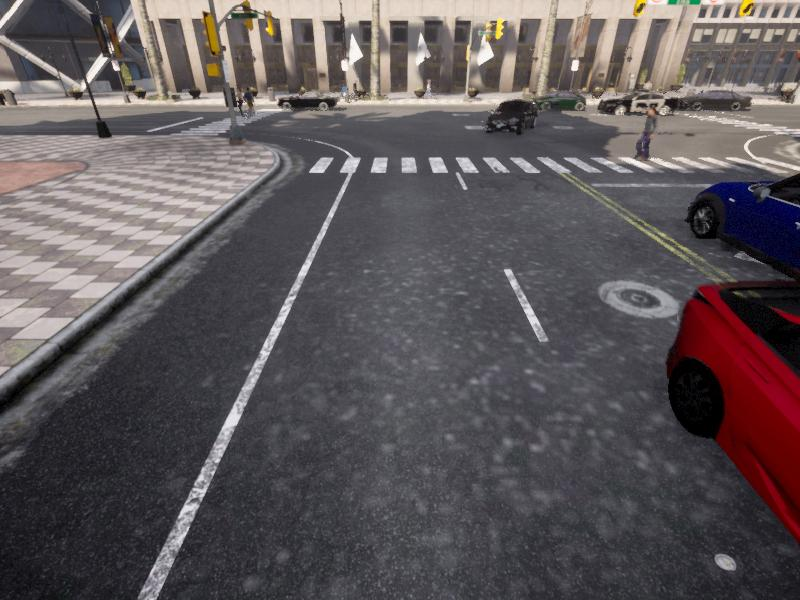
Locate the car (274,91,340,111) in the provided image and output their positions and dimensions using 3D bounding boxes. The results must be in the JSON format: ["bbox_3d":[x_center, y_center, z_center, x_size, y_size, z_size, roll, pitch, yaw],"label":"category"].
[{"bbox_3d":[-7.308,-15.823,31.834,4.718,1.301,1.895,0,30,0],"label":"car"}]

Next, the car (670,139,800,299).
[{"bbox_3d":[7.074,-1.332,6.520,2.097,1.767,4.553,0,30,0],"label":"car"}]

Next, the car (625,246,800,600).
[{"bbox_3d":[3.606,1.273,2.324,2.007,1.525,4.514,0,30,0],"label":"car"}]

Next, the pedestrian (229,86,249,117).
[{"bbox_3d":[-10.977,-13.528,27.295,0.751,1.860,0.751,1,30,1],"label":"pedestrian"}]

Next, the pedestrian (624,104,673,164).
[{"bbox_3d":[8.786,-5.890,14.213,0.751,1.860,0.751,0,30,1],"label":"pedestrian"}]

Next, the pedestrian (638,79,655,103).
[{"bbox_3d":[22.165,-18.781,35.990,0.751,1.860,0.751,24,38,35],"label":"pedestrian"}]

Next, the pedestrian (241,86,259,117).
[{"bbox_3d":[-10.278,-13.627,27.465,0.751,1.860,0.751,-3,30,-4],"label":"pedestrian"}]

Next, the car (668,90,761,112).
[{"bbox_3d":[24.713,-15.749,31.611,5.357,1.411,2.033,0,30,0],"label":"car"}]

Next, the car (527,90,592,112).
[{"bbox_3d":[12.558,-15.781,31.692,4.181,1.385,1.994,0,30,0],"label":"car"}]

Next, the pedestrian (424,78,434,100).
[{"bbox_3d":[2.816,-20.588,39.085,0.751,1.860,0.751,-2,30,-3],"label":"pedestrian"}]

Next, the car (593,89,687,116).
[{"bbox_3d":[16.990,-14.119,28.572,5.238,1.638,1.930,0,30,0],"label":"car"}]

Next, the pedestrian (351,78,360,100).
[{"bbox_3d":[-4.318,-20.499,38.933,0.751,1.860,0.751,-4,31,-8],"label":"pedestrian"}]

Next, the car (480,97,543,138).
[{"bbox_3d":[6.013,-9.819,21.353,1.837,1.490,4.892,15,34,25],"label":"car"}]
